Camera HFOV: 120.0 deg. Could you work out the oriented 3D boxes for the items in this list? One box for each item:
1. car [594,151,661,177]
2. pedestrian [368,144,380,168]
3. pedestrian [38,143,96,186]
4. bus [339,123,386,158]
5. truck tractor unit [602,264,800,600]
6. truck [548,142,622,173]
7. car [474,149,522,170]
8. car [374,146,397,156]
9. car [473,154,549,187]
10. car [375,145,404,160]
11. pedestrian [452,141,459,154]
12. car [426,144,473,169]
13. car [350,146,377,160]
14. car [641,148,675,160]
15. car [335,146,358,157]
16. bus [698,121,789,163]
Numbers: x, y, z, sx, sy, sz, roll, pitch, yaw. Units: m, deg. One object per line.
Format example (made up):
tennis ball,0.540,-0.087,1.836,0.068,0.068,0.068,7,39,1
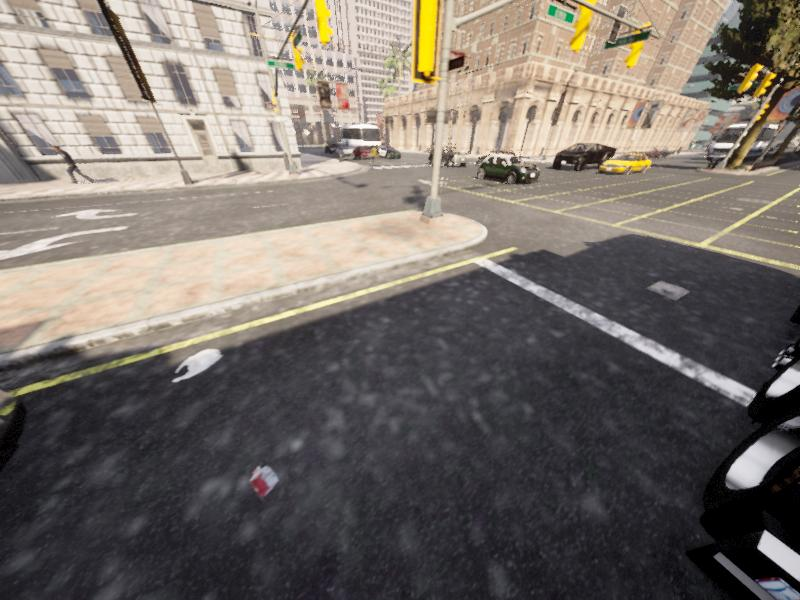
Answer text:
car,18.563,-11.198,18.861,5.366,1.575,1.801,-18,39,-25
pedestrian,-2.389,-13.434,21.612,0.751,1.860,0.751,-22,40,-28
pedestrian,-17.311,-7.080,12.094,0.751,1.860,0.751,-16,38,-22
bus,-6.568,-27.081,39.122,3.944,4.253,10.273,-18,40,-24
truck tractor unit,5.109,-0.303,0.782,6.516,4.208,3.053,-18,39,-24
truck,17.019,-13.220,21.294,6.274,2.098,2.390,-18,39,-24
car,9.385,-13.755,22.549,1.816,1.474,4.193,-12,37,-18
car,-2.494,-25.686,39.752,1.895,1.301,4.718,-18,39,-24
car,7.021,-8.538,15.033,1.970,1.475,3.806,-18,39,-25
car,-1.545,-20.881,32.650,2.038,1.542,4.974,-18,39,-25
pedestrian,9.829,-27.070,41.038,0.751,1.860,0.751,-18,39,-25
car,4.880,-14.745,23.582,1.932,1.855,4.605,-18,39,-25
car,-5.102,-20.378,31.975,1.812,1.442,4.674,-18,39,-25
car,39.478,-22.384,35.341,4.718,1.301,1.895,-18,39,-25
car,-8.564,-23.706,36.857,1.895,1.301,4.718,-18,39,-25
bus,46.602,-21.385,31.386,10.273,4.253,3.944,-18,39,-24
